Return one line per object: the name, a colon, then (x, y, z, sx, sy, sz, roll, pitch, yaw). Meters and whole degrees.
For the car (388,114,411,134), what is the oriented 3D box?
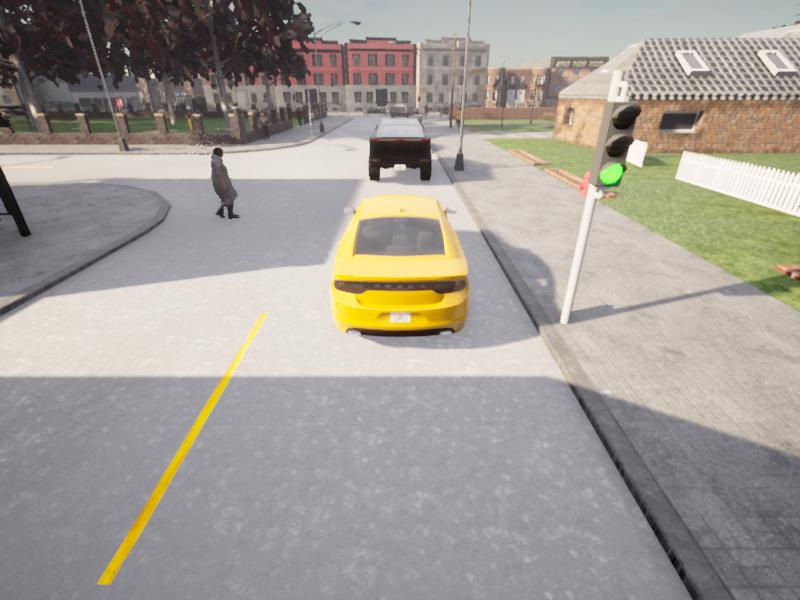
car: (-0.004, -15.632, 35.412, 1.895, 1.301, 4.718, 0, 27, 0)

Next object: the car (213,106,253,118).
car: (-25.097, -28.251, 60.162, 4.902, 1.511, 2.128, 0, 27, 0)

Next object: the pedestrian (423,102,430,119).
pedestrian: (3.347, -23.726, 50.170, 0.751, 1.860, 0.751, -2, 27, -5)

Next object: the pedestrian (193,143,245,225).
pedestrian: (-4.628, -2.992, 10.272, 0.751, 1.860, 0.751, -16, 31, -28)

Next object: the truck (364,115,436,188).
truck: (0.003, -6.392, 16.649, 2.390, 2.098, 6.274, 0, 27, 0)

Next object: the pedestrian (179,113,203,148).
pedestrian: (-12.419, -10.125, 23.858, 0.751, 1.860, 0.751, -5, 28, -10)

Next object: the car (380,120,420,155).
car: (0.003, -9.728, 23.747, 2.128, 1.511, 4.902, 0, 27, 0)

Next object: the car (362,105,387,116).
car: (-4.025, -30.149, 63.700, 3.705, 1.549, 1.789, 0, 27, 0)

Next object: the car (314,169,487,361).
car: (0.004, -1.059, 6.934, 1.882, 1.535, 5.008, 0, 27, 0)

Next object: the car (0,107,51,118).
car: (-56.255, -28.224, 60.150, 5.357, 1.411, 2.033, 0, 27, 0)

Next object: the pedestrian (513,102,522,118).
pedestrian: (15.556, -25.176, 52.992, 0.751, 1.860, 0.751, -1, 27, -2)

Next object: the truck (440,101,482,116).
truck: (9.652, -30.391, 63.585, 6.274, 2.098, 2.390, 0, 27, 0)

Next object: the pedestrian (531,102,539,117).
pedestrian: (18.220, -25.710, 54.025, 0.751, 1.860, 0.751, 6, 28, 11)

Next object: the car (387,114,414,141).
car: (0.005, -12.835, 29.659, 1.851, 1.617, 3.988, 0, 27, 0)

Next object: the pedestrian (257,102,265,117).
pedestrian: (-19.450, -26.667, 55.884, 0.751, 1.860, 0.751, -5, 28, -10)

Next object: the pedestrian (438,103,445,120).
pedestrian: (5.084, -23.280, 49.305, 0.751, 1.860, 0.751, 5, 28, 10)

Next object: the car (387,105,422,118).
car: (0.681, -29.832, 63.336, 5.027, 1.651, 2.152, -9, 29, -17)

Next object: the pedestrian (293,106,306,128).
pedestrian: (-9.256, -16.869, 36.913, 0.751, 1.860, 0.751, 0, 27, 0)

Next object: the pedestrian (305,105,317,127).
pedestrian: (-8.472, -17.498, 38.130, 0.751, 1.860, 0.751, 3, 27, 6)

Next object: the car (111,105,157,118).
car: (-39.863, -28.333, 60.108, 5.238, 1.638, 1.930, 0, 27, 0)

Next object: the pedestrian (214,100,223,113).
pedestrian: (-30.509, -32.483, 67.144, 0.751, 1.860, 0.751, 3, 27, 5)

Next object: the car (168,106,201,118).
car: (-32.337, -28.303, 60.128, 3.633, 1.501, 1.845, 0, 27, 0)

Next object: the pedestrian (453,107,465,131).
pedestrian: (5.068, -15.560, 34.377, 0.751, 1.860, 0.751, 0, 27, 0)

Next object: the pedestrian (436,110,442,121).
pedestrian: (4.661, -21.837, 47.339, 0.500, 1.100, 0.500, -10, 29, -19)

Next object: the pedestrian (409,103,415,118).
pedestrian: (1.670, -25.909, 54.640, 0.751, 1.860, 0.751, 1, 27, 3)

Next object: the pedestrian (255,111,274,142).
pedestrian: (-9.009, -11.562, 26.641, 0.751, 1.860, 0.751, -1, 27, -2)

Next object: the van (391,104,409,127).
van: (0.003, -19.473, 42.095, 1.775, 1.987, 4.442, 0, 27, 0)
